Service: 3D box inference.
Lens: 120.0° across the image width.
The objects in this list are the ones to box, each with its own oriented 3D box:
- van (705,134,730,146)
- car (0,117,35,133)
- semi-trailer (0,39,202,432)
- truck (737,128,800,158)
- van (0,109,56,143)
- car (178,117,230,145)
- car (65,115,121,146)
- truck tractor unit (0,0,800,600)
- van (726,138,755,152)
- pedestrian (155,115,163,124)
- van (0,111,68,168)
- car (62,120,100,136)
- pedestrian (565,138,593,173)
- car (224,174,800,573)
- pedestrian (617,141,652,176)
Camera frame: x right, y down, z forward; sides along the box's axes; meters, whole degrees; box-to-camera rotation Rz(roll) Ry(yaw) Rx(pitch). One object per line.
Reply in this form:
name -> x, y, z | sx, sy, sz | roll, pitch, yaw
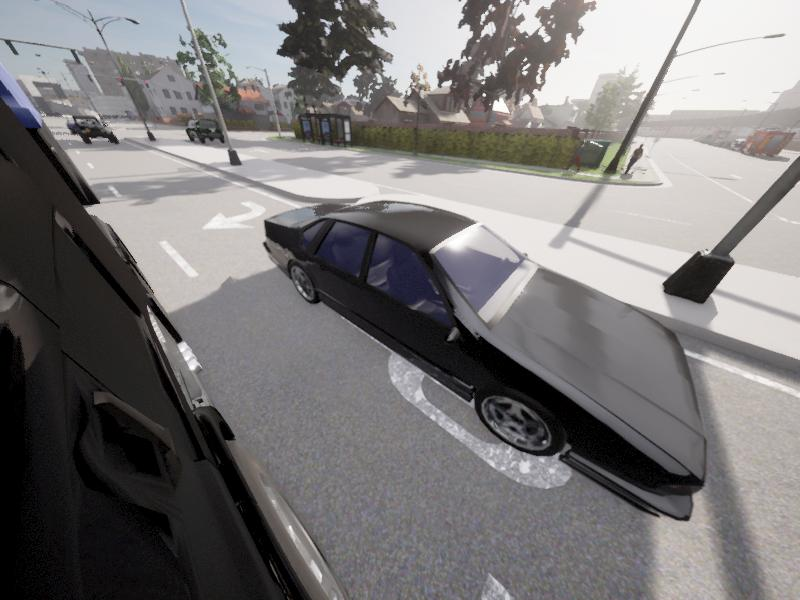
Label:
van -> 87.436, -44.158, 63.758 | 2.351, 2.431, 6.366 | 28, 45, 30
car -> -42.538, -18.272, 24.098 | 1.895, 1.301, 4.718 | 28, 43, 29
semi-trailer -> -8.724, -3.597, 4.187 | 14.254, 4.402, 2.717 | 28, 44, 29
truck -> 63.225, -27.304, 39.954 | 2.891, 3.827, 8.468 | 28, 45, 30
van -> -30.961, -14.350, 19.011 | 4.480, 2.038, 2.069 | 28, 44, 29
car -> -20.746, -17.914, 24.436 | 5.566, 2.045, 2.150 | 28, 44, 29
car -> -25.541, -14.150, 19.237 | 3.866, 1.878, 1.905 | 28, 44, 29
truck tractor unit -> -2.645, -0.295, 0.351 | 6.516, 4.208, 3.053 | 28, 44, 30
van -> 71.914, -32.857, 48.916 | 2.069, 2.038, 4.480 | 28, 45, 30
pedestrian -> -66.066, -49.443, 63.294 | 0.751, 1.860, 0.751 | 28, 44, 30
van -> -18.861, -7.958, 11.311 | 4.480, 2.038, 2.069 | 27, 43, 29
car -> -36.402, -19.633, 26.317 | 4.718, 1.301, 1.895 | 28, 44, 29
pedestrian -> 11.927, -9.647, 15.448 | 0.751, 1.860, 0.751 | 27, 43, 29
car -> 0.209, -0.368, 2.999 | 5.357, 1.411, 2.033 | 28, 44, 29
pedestrian -> 15.343, -9.241, 15.132 | 0.751, 1.860, 0.751 | -27, 46, -33
